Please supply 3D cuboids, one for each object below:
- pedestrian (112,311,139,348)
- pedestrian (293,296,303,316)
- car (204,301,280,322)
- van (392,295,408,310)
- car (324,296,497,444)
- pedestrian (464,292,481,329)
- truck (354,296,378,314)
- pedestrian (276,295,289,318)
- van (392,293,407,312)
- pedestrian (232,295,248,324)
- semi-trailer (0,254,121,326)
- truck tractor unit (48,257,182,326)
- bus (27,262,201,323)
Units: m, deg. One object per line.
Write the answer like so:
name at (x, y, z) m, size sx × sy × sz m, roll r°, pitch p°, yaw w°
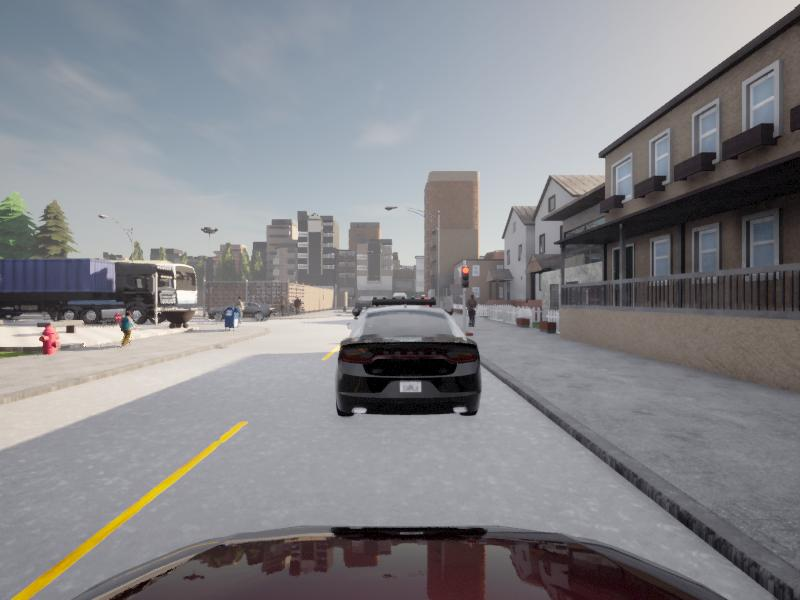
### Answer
pedestrian at (-8.525, 0.905, 12.425) m, size 0.500 × 1.100 × 0.500 m, roll 0°, pitch 0°, yaw 12°
pedestrian at (-9.255, 0.534, 36.232) m, size 0.751 × 1.860 × 0.751 m, roll 0°, pitch 0°, yaw -5°
car at (-11.787, 0.836, 30.087) m, size 4.902 × 1.511 × 2.128 m, roll 0°, pitch 0°, yaw -4°
van at (-0.050, 0.378, 65.719) m, size 2.351 × 2.431 × 6.366 m, roll 0°, pitch 0°, yaw -1°
car at (0.062, 0.771, 7.066) m, size 1.930 × 1.638 × 5.238 m, roll 0°, pitch 0°, yaw -1°
pedestrian at (3.759, 0.533, 20.683) m, size 0.751 × 1.860 × 0.751 m, roll 0°, pitch 0°, yaw 0°
truck at (-4.111, 0.542, 49.206) m, size 2.390 × 2.098 × 6.274 m, roll 0°, pitch 0°, yaw 0°
pedestrian at (-9.877, 0.534, 33.663) m, size 0.751 × 1.860 × 0.751 m, roll 0°, pitch 0°, yaw 28°
van at (-0.076, 0.322, 57.479) m, size 1.988 × 2.561 × 5.915 m, roll 0°, pitch 0°, yaw -1°
pedestrian at (-10.582, 0.637, 26.385) m, size 0.751 × 1.860 × 0.751 m, roll 0°, pitch 0°, yaw -45°
semi-trailer at (-26.191, -0.618, 25.915) m, size 14.254 × 4.402 × 2.717 m, roll 0°, pitch 0°, yaw -1°
truck tractor unit at (-18.279, -0.514, 26.011) m, size 6.516 × 4.208 × 3.053 m, roll 0°, pitch 0°, yaw -1°
bus at (-20.892, -0.534, 29.798) m, size 10.273 × 4.253 × 3.944 m, roll 0°, pitch 0°, yaw 1°
